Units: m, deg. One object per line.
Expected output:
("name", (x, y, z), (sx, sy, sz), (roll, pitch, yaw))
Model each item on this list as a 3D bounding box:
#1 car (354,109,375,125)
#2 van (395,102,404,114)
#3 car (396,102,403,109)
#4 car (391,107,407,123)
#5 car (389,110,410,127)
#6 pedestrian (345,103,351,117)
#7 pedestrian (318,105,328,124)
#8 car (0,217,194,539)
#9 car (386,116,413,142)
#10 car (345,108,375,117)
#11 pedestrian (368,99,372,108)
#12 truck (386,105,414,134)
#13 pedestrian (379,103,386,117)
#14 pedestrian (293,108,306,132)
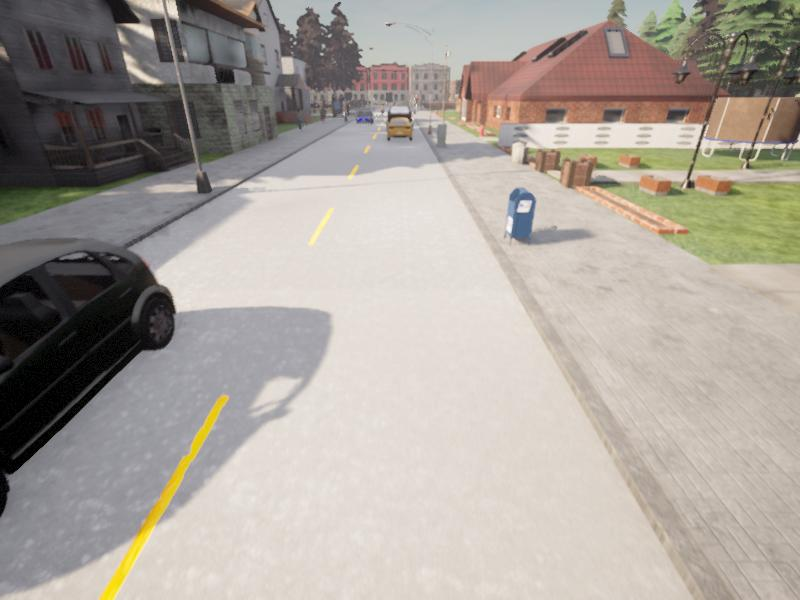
("car", (-4.013, -21.126, 46.167), (2.007, 1.525, 4.514), (0, 27, 0))
("van", (-0.048, -37.912, 78.866), (1.775, 1.987, 4.442), (0, 27, 0))
("car", (-0.062, -50.189, 103.292), (1.801, 1.575, 5.366), (0, 27, 0))
("car", (-0.094, -23.188, 50.093), (1.851, 1.617, 3.988), (0, 27, 1))
("car", (-0.039, -20.059, 44.098), (2.128, 1.511, 4.902), (0, 27, 0))
("pedestrian", (-7.657, -28.095, 59.095), (0.751, 1.860, 0.751), (-3, 27, -5))
("pedestrian", (-8.740, -21.095, 45.467), (0.751, 1.860, 0.751), (0, 27, 0))
("car", (-4.005, 0.542, 3.832), (1.851, 1.617, 3.988), (0, 27, 0))
("car", (-0.019, -13.134, 30.565), (1.882, 1.535, 5.008), (0, 27, 0))
("car", (-6.763, -31.754, 67.617), (4.718, 1.301, 1.895), (-11, 29, -20))
("pedestrian", (-7.737, -50.368, 102.545), (0.751, 1.860, 0.751), (5, 28, 10))
("truck", (-0.027, -16.790, 37.081), (2.390, 2.098, 6.274), (0, 27, 0))
("pedestrian", (-2.713, -29.317, 61.717), (0.751, 1.860, 0.751), (-8, 28, -15))
("pedestrian", (-8.907, -15.986, 35.505), (0.751, 1.860, 0.751), (3, 27, 7))
